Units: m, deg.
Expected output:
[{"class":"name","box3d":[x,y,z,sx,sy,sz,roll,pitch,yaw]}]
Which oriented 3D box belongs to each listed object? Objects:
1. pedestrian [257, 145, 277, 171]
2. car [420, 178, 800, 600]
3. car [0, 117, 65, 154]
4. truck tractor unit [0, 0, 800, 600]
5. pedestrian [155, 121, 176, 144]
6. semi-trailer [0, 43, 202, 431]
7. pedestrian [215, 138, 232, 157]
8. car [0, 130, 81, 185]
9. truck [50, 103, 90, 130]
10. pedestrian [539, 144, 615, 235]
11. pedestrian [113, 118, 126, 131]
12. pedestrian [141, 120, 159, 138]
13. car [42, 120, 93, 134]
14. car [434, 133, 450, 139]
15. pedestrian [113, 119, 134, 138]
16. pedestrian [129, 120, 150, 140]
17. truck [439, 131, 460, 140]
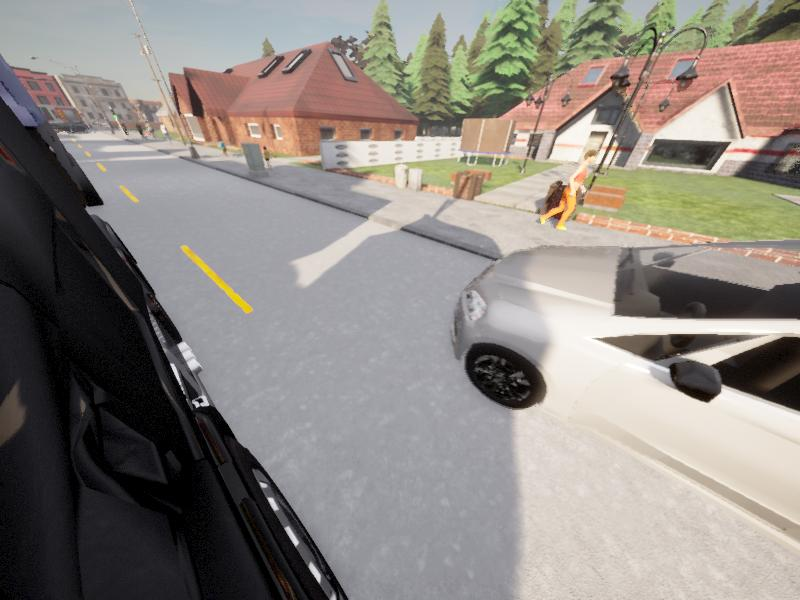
[{"class":"pedestrian","box3d":[-7.057,-7.567,12.297,0.500,1.100,0.500,32,46,34]},{"class":"car","box3d":[2.744,0.458,1.734,4.611,1.667,2.242,28,43,30]},{"class":"car","box3d":[-26.514,-11.915,16.673,4.605,1.855,1.932,28,44,30]},{"class":"truck tractor unit","box3d":[-2.645,-0.295,0.351,6.516,4.208,3.053,28,44,30]},{"class":"pedestrian","box3d":[-23.541,-16.784,23.206,0.751,1.860,0.751,-28,46,-35]},{"class":"semi-trailer","box3d":[-8.705,-3.579,4.253,14.254,4.402,2.717,28,44,30]},{"class":"pedestrian","box3d":[-12.415,-10.704,16.240,0.500,1.100,0.500,-28,46,-34]},{"class":"car","box3d":[-16.129,-6.294,9.960,4.902,1.511,2.128,28,44,30]},{"class":"truck","box3d":[-66.480,-36.844,46.521,8.468,3.827,2.891,28,43,30]},{"class":"pedestrian","box3d":[4.254,-2.692,5.691,0.751,1.860,0.751,22,41,25]},{"class":"pedestrian","box3d":[-52.133,-32.575,42.970,0.751,1.860,0.751,-22,43,-29]},{"class":"pedestrian","box3d":[-32.380,-22.141,29.957,0.751,1.860,0.751,26,43,29]},{"class":"car","box3d":[-49.321,-25.729,34.407,1.837,1.490,4.892,-9,38,-15]},{"class":"car","box3d":[13.877,-54.278,76.585,4.674,1.442,1.812,28,43,30]},{"class":"pedestrian","box3d":[-34.344,-21.308,28.727,0.751,1.860,0.751,15,38,16]},{"class":"pedestrian","box3d":[-29.924,-19.516,26.547,0.751,1.860,0.751,23,41,25]},{"class":"truck","box3d":[16.739,-56.073,78.773,6.274,2.098,2.390,28,43,30]}]
